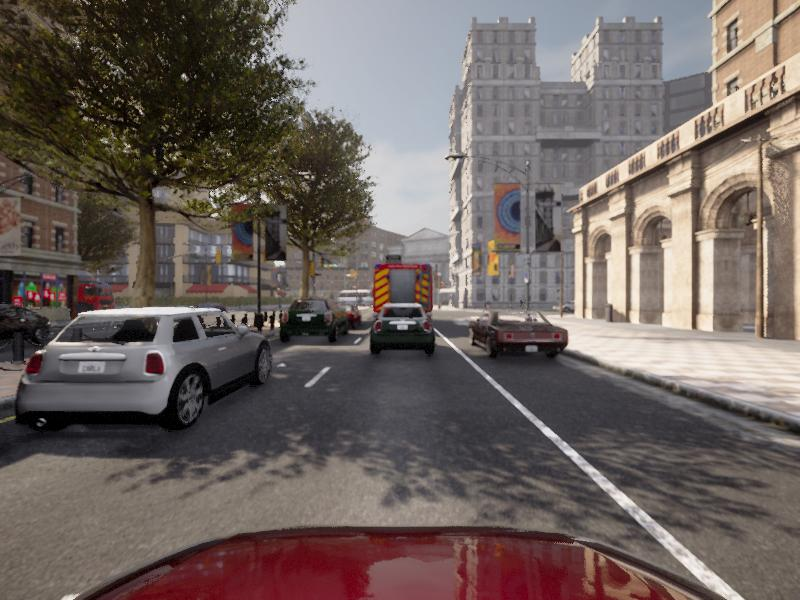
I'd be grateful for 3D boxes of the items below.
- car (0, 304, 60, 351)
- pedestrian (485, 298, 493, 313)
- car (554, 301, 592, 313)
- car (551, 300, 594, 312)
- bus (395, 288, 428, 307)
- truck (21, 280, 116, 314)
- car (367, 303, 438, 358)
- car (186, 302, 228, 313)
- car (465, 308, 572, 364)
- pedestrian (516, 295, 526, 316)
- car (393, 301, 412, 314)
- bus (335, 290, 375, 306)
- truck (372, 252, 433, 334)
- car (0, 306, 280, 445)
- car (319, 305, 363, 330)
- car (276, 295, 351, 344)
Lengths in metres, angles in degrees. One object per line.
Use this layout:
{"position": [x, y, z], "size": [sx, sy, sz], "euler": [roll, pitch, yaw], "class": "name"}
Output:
{"position": [-13.568, 0.870, 13.048], "size": [1.812, 1.442, 4.674], "euler": [0, 0, -13], "class": "car"}
{"position": [10.659, 0.637, 47.911], "size": [0.751, 1.860, 0.751], "euler": [0, 0, -1], "class": "pedestrian"}
{"position": [21.224, 0.853, 49.215], "size": [3.806, 1.475, 1.970], "euler": [0, 0, 0], "class": "car"}
{"position": [22.675, 0.777, 52.713], "size": [4.856, 1.649, 2.033], "euler": [0, 0, 0], "class": "car"}
{"position": [3.001, -0.530, 98.588], "size": [3.944, 4.253, 10.273], "euler": [-2, -1, 27], "class": "bus"}
{"position": [-37.780, -0.320, 45.753], "size": [8.468, 3.827, 2.891], "euler": [0, 0, 0], "class": "truck"}
{"position": [0.081, 0.853, 12.923], "size": [1.970, 1.475, 3.806], "euler": [0, 0, 0], "class": "car"}
{"position": [-23.669, 0.907, 49.247], "size": [4.181, 1.385, 1.994], "euler": [0, 0, 0], "class": "car"}
{"position": [3.326, 0.939, 12.295], "size": [1.895, 1.301, 4.718], "euler": [0, 0, 0], "class": "car"}
{"position": [11.200, 0.485, 36.952], "size": [0.751, 1.860, 0.751], "euler": [0, 0, 28], "class": "pedestrian"}
{"position": [0.303, 0.836, 48.292], "size": [2.128, 1.511, 4.902], "euler": [0, 0, 0], "class": "car"}
{"position": [-12.244, -0.538, 108.911], "size": [10.273, 4.253, 3.944], "euler": [0, 0, 23], "class": "bus"}
{"position": [0.148, -0.320, 22.975], "size": [2.891, 3.827, 8.468], "euler": [0, 0, 0], "class": "truck"}
{"position": [-3.463, 0.853, 6.292], "size": [1.970, 1.475, 3.806], "euler": [0, 0, 0], "class": "car"}
{"position": [-3.352, 0.944, 23.594], "size": [1.895, 1.301, 4.718], "euler": [0, 0, 0], "class": "car"}
{"position": [-3.396, 0.694, 16.674], "size": [2.097, 1.767, 4.553], "euler": [0, 0, 0], "class": "car"}
